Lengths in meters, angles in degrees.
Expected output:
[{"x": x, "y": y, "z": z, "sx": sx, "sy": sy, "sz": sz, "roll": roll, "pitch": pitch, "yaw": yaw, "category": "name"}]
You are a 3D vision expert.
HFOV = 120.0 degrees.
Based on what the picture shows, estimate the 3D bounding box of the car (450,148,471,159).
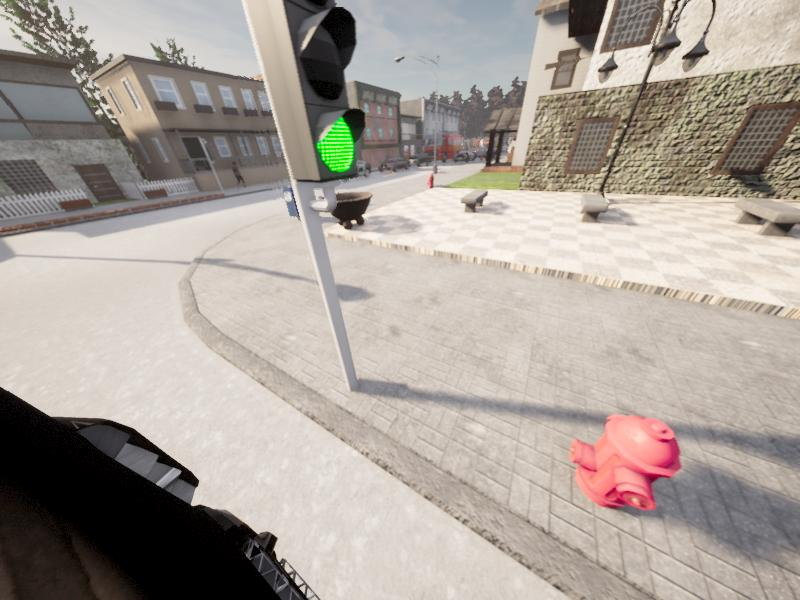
[{"x": 11.114, "y": -26.638, "z": 41.981, "sx": 2.163, "sy": 1.488, "sz": 4.792, "roll": 16, "pitch": 38, "yaw": 26, "category": "car"}]

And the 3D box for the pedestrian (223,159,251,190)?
[{"x": -11.761, "y": -9.073, "z": 16.755, "sx": 0.751, "sy": 1.860, "sz": 0.751, "roll": 8, "pitch": 35, "yaw": 16, "category": "pedestrian"}]

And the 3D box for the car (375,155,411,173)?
[{"x": -0.667, "y": -15.088, "z": 25.605, "sx": 1.994, "sy": 1.385, "sz": 4.181, "roll": 16, "pitch": 38, "yaw": 26, "category": "car"}]

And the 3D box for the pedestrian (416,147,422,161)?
[{"x": 3.261, "y": -24.863, "z": 39.373, "sx": 0.751, "sy": 1.860, "sz": 0.751, "roll": -13, "pitch": 35, "yaw": -15, "category": "pedestrian"}]

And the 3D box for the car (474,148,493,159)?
[{"x": 14.481, "y": -25.526, "z": 40.125, "sx": 1.994, "sy": 1.385, "sz": 4.181, "roll": 16, "pitch": 38, "yaw": 26, "category": "car"}]

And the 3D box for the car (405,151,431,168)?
[{"x": 2.375, "y": -18.126, "z": 29.775, "sx": 1.789, "sy": 1.549, "sz": 3.705, "roll": 16, "pitch": 38, "yaw": 26, "category": "car"}]

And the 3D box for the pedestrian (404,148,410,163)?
[{"x": 1.079, "y": -22.805, "z": 36.444, "sx": 0.751, "sy": 1.860, "sz": 0.751, "roll": 11, "pitch": 36, "yaw": 21, "category": "pedestrian"}]

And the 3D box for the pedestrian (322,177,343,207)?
[{"x": -2.951, "y": -4.725, "z": 10.127, "sx": 0.500, "sy": 1.100, "sz": 0.500, "roll": 26, "pitch": 43, "yaw": 36, "category": "pedestrian"}]

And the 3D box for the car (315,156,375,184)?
[{"x": -4.569, "y": -11.475, "z": 20.221, "sx": 1.930, "sy": 1.638, "sz": 5.238, "roll": 15, "pitch": 38, "yaw": 25, "category": "car"}]

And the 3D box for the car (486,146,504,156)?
[{"x": 19.350, "y": -30.301, "z": 46.912, "sx": 2.033, "sy": 1.411, "sz": 5.357, "roll": 16, "pitch": 38, "yaw": 26, "category": "car"}]

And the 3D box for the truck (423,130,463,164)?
[{"x": 6.640, "y": -23.296, "z": 35.176, "sx": 2.891, "sy": 3.827, "sz": 8.468, "roll": 16, "pitch": 38, "yaw": 26, "category": "truck"}]

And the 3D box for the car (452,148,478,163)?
[{"x": 9.390, "y": -20.616, "z": 32.973, "sx": 2.038, "sy": 1.542, "sz": 4.974, "roll": 16, "pitch": 38, "yaw": 26, "category": "car"}]

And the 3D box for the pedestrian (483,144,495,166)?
[{"x": 9.310, "y": -15.073, "z": 24.075, "sx": 0.751, "sy": 1.860, "sz": 0.751, "roll": 16, "pitch": 38, "yaw": 26, "category": "pedestrian"}]
